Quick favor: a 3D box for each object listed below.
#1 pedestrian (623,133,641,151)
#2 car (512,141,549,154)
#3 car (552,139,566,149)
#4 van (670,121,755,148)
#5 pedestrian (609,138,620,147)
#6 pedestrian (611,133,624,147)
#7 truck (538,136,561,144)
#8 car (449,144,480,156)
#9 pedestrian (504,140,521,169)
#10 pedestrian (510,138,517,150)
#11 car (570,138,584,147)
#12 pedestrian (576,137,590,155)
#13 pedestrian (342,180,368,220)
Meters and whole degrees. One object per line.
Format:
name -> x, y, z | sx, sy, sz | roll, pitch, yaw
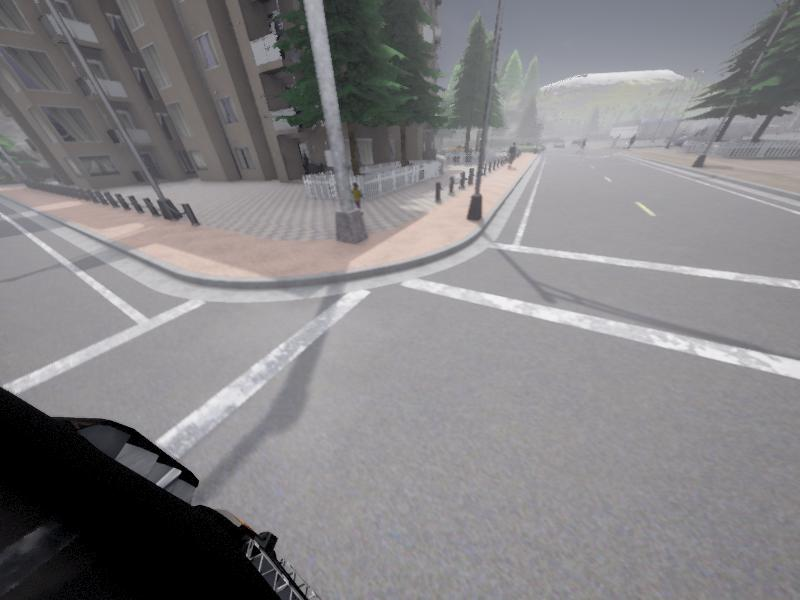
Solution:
pedestrian -> 29.249, -19.971, 29.170 | 0.751, 1.860, 0.751 | -10, 35, -10
car -> 20.728, -24.291, 36.873 | 2.007, 1.525, 4.514 | -29, 42, -33
car -> 32.834, -32.240, 47.708 | 2.007, 1.525, 4.514 | 15, 38, 25
van -> 41.480, -22.076, 31.020 | 5.915, 2.561, 1.988 | 15, 38, 25
pedestrian -> 35.926, -26.414, 38.713 | 0.751, 1.300, 0.751 | 4, 35, 11
pedestrian -> 36.495, -26.864, 38.834 | 0.751, 1.860, 0.751 | -15, 36, -17
truck -> 51.622, -55.247, 79.786 | 6.274, 2.098, 2.390 | 15, 38, 25
car -> 11.705, -27.518, 42.364 | 5.008, 1.535, 1.882 | 15, 38, 25
pedestrian -> 8.782, -11.354, 18.064 | 0.751, 1.860, 0.751 | 15, 38, 25
pedestrian -> 23.150, -31.868, 47.230 | 0.751, 1.860, 0.751 | 22, 42, 33
car -> 39.692, -35.485, 51.990 | 1.837, 1.490, 4.892 | 15, 38, 25
pedestrian -> 23.340, -19.651, 29.468 | 0.751, 1.860, 0.751 | -29, 42, -33
pedestrian -> -1.466, -3.302, 7.621 | 0.500, 1.100, 0.500 | 12, 37, 22
